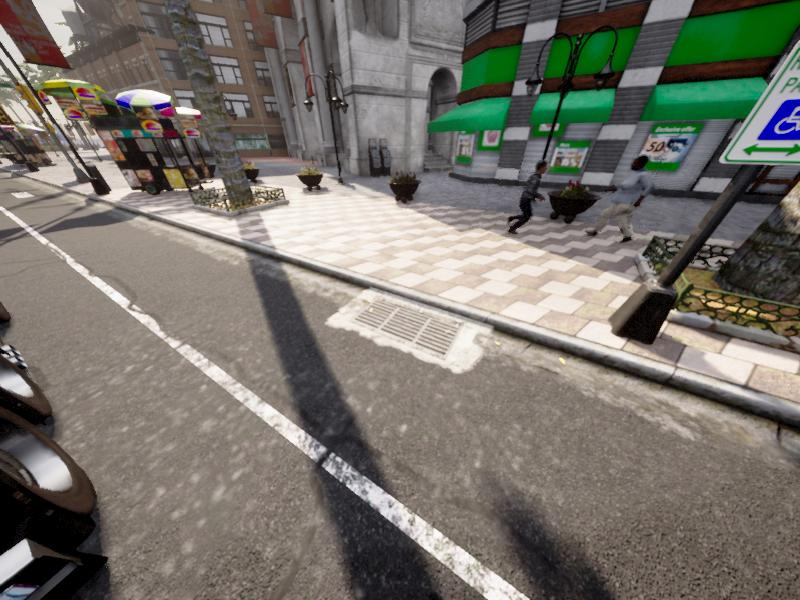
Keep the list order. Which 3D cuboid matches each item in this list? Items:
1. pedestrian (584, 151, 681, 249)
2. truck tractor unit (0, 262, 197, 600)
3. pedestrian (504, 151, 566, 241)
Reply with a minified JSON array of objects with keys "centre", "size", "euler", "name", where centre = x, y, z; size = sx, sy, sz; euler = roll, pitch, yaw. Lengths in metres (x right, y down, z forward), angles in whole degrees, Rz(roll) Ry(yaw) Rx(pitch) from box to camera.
[{"centre":[5.076,-2.242,5.238],"size":[0.751,1.860,0.751],"euler":[18,39,24],"name":"pedestrian"},{"centre":[-5.106,-0.306,0.782],"size":[6.516,4.208,3.053],"euler":[19,39,24],"name":"truck tractor unit"},{"centre":[3.209,-2.528,5.664],"size":[0.751,1.860,0.751],"euler":[13,37,19],"name":"pedestrian"}]
